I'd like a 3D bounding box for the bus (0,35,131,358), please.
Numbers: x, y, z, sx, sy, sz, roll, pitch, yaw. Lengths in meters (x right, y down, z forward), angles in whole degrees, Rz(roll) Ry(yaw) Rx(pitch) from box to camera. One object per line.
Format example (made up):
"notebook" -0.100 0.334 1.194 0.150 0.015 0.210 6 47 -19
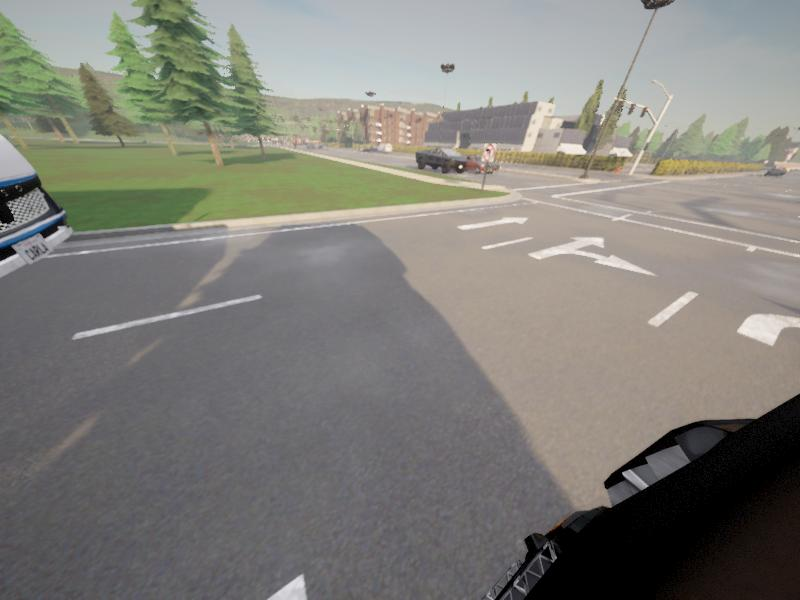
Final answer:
"bus" -9.751 -0.847 0.661 10.273 4.253 3.944 -16 38 -26

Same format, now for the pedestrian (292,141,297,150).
"pedestrian" -26.123 -38.334 57.347 0.751 1.860 0.751 -16 38 -25

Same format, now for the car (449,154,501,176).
"car" 7.834 -14.615 24.826 2.152 1.651 5.027 -17 38 -26

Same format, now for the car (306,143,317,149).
"car" -28.994 -50.529 75.925 2.038 1.542 4.974 -17 39 -27

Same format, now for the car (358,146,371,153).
"car" -10.763 -45.365 69.540 2.038 1.542 4.974 -16 38 -26

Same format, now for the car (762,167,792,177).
"car" 71.589 -24.307 43.866 4.902 1.511 2.128 -16 38 -26

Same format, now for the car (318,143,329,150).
"car" -25.697 -51.181 77.078 2.033 1.649 4.856 -17 39 -27

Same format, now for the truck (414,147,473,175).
"truck" 4.229 -14.503 23.977 2.390 2.098 6.274 -17 38 -26

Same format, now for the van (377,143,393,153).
"van" -4.886 -47.686 72.613 2.351 2.431 6.366 -16 38 -26

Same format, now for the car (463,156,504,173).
"car" 9.911 -16.302 27.719 1.994 1.385 4.181 -17 38 -26

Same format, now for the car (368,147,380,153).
"car" -8.126 -46.588 71.630 1.812 1.442 4.674 -16 38 -26
